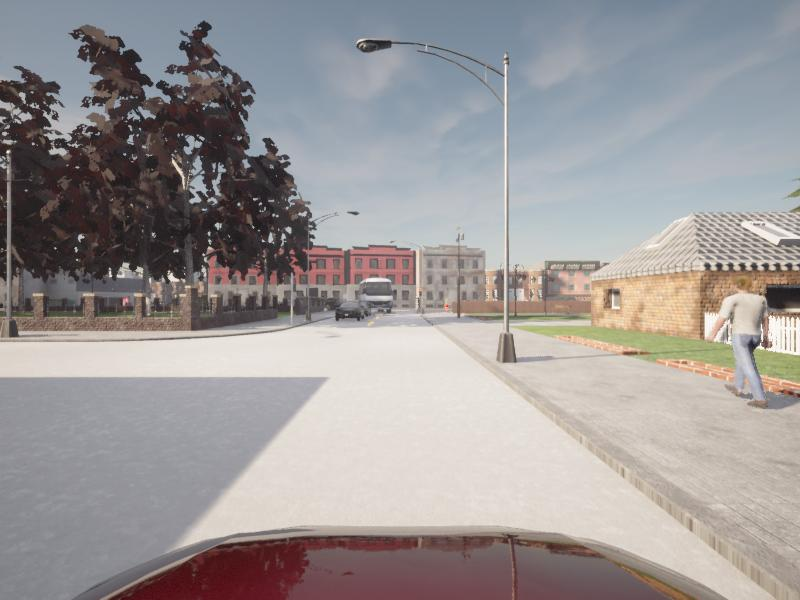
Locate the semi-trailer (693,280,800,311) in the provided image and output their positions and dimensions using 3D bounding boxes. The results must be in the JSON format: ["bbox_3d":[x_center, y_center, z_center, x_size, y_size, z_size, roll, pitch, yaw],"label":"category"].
[{"bbox_3d":[50.881,-0.617,58.338,14.254,4.402,2.717,0,0,0],"label":"semi-trailer"}]

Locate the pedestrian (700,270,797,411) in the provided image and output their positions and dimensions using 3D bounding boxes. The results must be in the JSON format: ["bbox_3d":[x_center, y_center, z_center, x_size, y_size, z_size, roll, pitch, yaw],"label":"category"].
[{"bbox_3d":[4.916,0.533,5.699,0.751,1.860,0.751,0,0,7],"label":"pedestrian"}]

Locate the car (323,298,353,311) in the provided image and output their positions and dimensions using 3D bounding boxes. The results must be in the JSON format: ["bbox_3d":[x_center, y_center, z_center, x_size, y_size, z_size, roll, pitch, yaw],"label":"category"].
[{"bbox_3d":[-8.933,0.646,57.914,3.866,1.878,1.905,0,0,11],"label":"car"}]

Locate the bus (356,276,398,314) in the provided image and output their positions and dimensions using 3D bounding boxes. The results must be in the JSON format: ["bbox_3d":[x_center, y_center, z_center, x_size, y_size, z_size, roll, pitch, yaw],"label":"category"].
[{"bbox_3d":[-3.123,-0.534,50.402,3.944,4.253,10.273,0,0,-11],"label":"bus"}]

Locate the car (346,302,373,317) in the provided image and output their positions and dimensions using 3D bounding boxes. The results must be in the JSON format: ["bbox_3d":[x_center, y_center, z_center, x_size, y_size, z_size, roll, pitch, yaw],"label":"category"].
[{"bbox_3d":[-3.869,0.895,39.441,2.033,1.411,5.357,0,0,1],"label":"car"}]

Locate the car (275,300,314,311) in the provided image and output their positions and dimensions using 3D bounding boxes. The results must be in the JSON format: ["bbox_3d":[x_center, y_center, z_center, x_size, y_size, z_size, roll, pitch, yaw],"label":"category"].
[{"bbox_3d":[-15.324,0.771,58.379,5.238,1.638,1.930,0,0,0],"label":"car"}]

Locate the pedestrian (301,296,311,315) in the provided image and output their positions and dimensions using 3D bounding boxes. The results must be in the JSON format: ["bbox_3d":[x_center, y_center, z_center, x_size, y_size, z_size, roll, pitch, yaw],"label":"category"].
[{"bbox_3d":[-9.206,0.533,39.121,0.751,1.860,0.751,0,0,1],"label":"pedestrian"}]

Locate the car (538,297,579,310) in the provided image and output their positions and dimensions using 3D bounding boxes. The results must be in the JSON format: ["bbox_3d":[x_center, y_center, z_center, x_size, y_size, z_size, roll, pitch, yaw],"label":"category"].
[{"bbox_3d":[24.682,0.568,62.391,5.566,2.045,2.150,0,0,0],"label":"car"}]

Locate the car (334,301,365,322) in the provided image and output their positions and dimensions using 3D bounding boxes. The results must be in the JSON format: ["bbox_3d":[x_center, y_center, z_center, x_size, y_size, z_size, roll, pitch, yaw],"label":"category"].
[{"bbox_3d":[-3.937,0.823,32.015,1.882,1.535,5.008,0,0,0],"label":"car"}]
